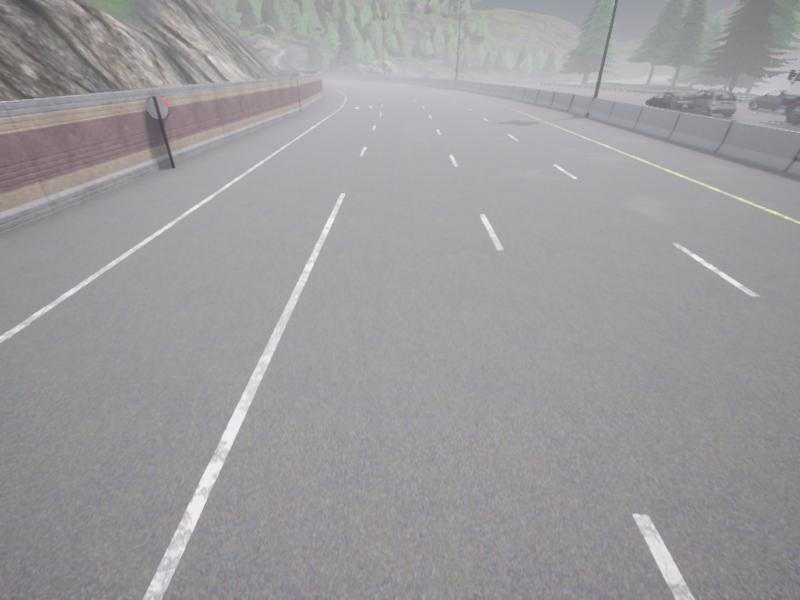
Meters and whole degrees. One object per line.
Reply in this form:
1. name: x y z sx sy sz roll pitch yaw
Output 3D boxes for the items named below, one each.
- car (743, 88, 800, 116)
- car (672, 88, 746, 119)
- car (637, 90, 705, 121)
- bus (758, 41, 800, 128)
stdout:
1. car: 28.292 -14.651 29.497 2.007 1.525 4.514 0 30 -1
2. car: 21.322 -13.716 27.825 1.851 1.617 3.988 0 30 0
3. car: 17.819 -12.953 26.574 1.789 1.549 3.705 0 30 0
4. bus: 24.666 -10.583 19.852 3.944 4.253 10.273 0 30 0
